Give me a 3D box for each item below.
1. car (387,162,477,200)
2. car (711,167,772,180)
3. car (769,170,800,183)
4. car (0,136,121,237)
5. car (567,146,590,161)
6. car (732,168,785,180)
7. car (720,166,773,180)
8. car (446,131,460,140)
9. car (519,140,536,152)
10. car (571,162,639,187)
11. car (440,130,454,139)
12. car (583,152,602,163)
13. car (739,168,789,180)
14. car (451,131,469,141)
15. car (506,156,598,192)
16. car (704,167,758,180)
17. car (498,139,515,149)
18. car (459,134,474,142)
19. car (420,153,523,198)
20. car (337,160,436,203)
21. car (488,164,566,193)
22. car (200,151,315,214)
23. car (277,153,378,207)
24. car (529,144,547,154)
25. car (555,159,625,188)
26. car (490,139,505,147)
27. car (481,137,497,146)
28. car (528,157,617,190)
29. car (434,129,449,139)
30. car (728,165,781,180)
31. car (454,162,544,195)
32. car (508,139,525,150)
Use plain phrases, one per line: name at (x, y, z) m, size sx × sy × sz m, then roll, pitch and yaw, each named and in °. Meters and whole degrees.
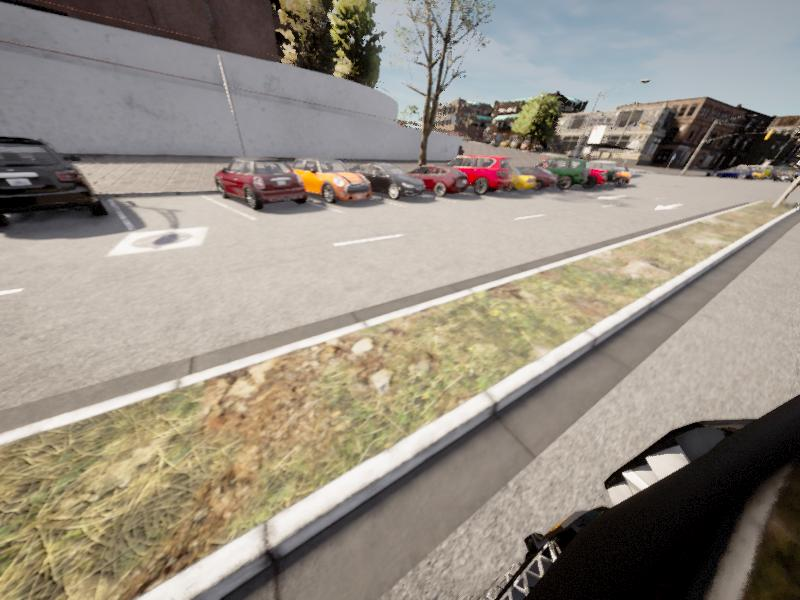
car at (1.725, -7.220, 13.757) m, size 4.792 × 1.488 × 2.163 m, roll 26°, pitch 40°, yaw 32°
car at (56.724, -21.181, 38.593) m, size 1.946 × 1.575 × 5.366 m, roll -27°, pitch 42°, yaw -37°
car at (60.754, -19.243, 36.008) m, size 4.902 × 1.511 × 2.128 m, roll -12°, pitch 36°, yaw -22°
car at (-11.243, -3.752, 7.043) m, size 5.566 × 2.045 × 2.435 m, roll 26°, pitch 40°, yaw 32°
car at (36.162, -29.689, 46.833) m, size 2.435 × 2.045 × 5.566 m, roll 32°, pitch 42°, yaw 28°
car at (64.866, -23.002, 41.963) m, size 2.231 × 1.521 × 4.892 m, roll -26°, pitch 42°, yaw -37°
car at (59.328, -21.964, 39.754) m, size 2.185 × 1.767 × 4.553 m, roll -26°, pitch 42°, yaw -37°
car at (16.836, -51.886, 72.875) m, size 2.185 × 1.767 × 4.553 m, roll 30°, pitch 41°, yaw 27°
car at (30.191, -36.482, 54.767) m, size 1.878 × 1.987 × 4.442 m, roll 32°, pitch 42°, yaw 28°
car at (20.038, -12.427, 22.781) m, size 4.553 × 1.767 × 2.185 m, roll 26°, pitch 40°, yaw 32°
car at (15.357, -53.575, 74.902) m, size 2.185 × 1.767 × 4.553 m, roll 29°, pitch 40°, yaw 28°
car at (37.588, -27.729, 44.985) m, size 2.002 × 1.452 × 4.674 m, roll 31°, pitch 42°, yaw 28°
car at (67.640, -23.526, 43.031) m, size 2.002 × 1.452 × 4.674 m, roll -26°, pitch 42°, yaw -36°
car at (18.382, -50.263, 70.801) m, size 2.435 × 2.045 × 5.566 m, roll 31°, pitch 42°, yaw 27°
car at (12.139, -10.391, 18.856) m, size 5.566 × 2.045 × 2.435 m, roll 26°, pitch 40°, yaw 32°
car at (53.813, -20.725, 37.764) m, size 4.792 × 1.488 × 2.163 m, roll 29°, pitch 42°, yaw 36°
car at (27.408, -39.865, 59.113) m, size 1.946 × 1.575 × 5.366 m, roll 31°, pitch 42°, yaw 28°
car at (19.989, -48.439, 69.101) m, size 1.946 × 1.575 × 5.366 m, roll 31°, pitch 42°, yaw 28°
car at (4.333, -8.193, 14.921) m, size 5.566 × 2.045 × 2.435 m, roll 26°, pitch 40°, yaw 32°
car at (-0.845, -6.502, 12.422) m, size 4.892 × 1.521 × 2.231 m, roll 26°, pitch 39°, yaw 32°
car at (9.547, -9.403, 17.686) m, size 4.674 × 1.452 × 2.002 m, roll 26°, pitch 40°, yaw 32°
car at (-6.007, -5.113, 9.703) m, size 4.553 × 1.767 × 2.185 m, roll 26°, pitch 40°, yaw 32°
car at (-3.456, -5.879, 11.054) m, size 4.553 × 1.767 × 2.185 m, roll 26°, pitch 39°, yaw 32°
car at (31.698, -34.629, 52.972) m, size 2.231 × 1.521 × 4.892 m, roll 32°, pitch 42°, yaw 28°
car at (17.481, -11.769, 21.401) m, size 4.442 × 1.987 × 1.878 m, roll 26°, pitch 39°, yaw 32°
car at (25.815, -41.478, 61.024) m, size 2.002 × 1.452 × 4.674 m, roll 32°, pitch 42°, yaw 28°
car at (24.325, -43.196, 63.024) m, size 2.002 × 1.452 × 4.674 m, roll 31°, pitch 42°, yaw 28°
car at (14.800, -11.101, 20.137) m, size 5.566 × 2.045 × 2.435 m, roll 26°, pitch 39°, yaw 32°
car at (13.828, -55.236, 76.807) m, size 2.435 × 2.045 × 5.566 m, roll 27°, pitch 38°, yaw 31°
car at (62.193, -22.571, 40.698) m, size 1.878 × 1.987 × 4.442 m, roll -26°, pitch 42°, yaw -37°
car at (6.803, -8.777, 16.453) m, size 5.366 × 1.575 × 1.946 m, roll 26°, pitch 40°, yaw 32°
car at (28.715, -38.203, 56.774) m, size 1.878 × 1.987 × 4.442 m, roll 32°, pitch 42°, yaw 28°
